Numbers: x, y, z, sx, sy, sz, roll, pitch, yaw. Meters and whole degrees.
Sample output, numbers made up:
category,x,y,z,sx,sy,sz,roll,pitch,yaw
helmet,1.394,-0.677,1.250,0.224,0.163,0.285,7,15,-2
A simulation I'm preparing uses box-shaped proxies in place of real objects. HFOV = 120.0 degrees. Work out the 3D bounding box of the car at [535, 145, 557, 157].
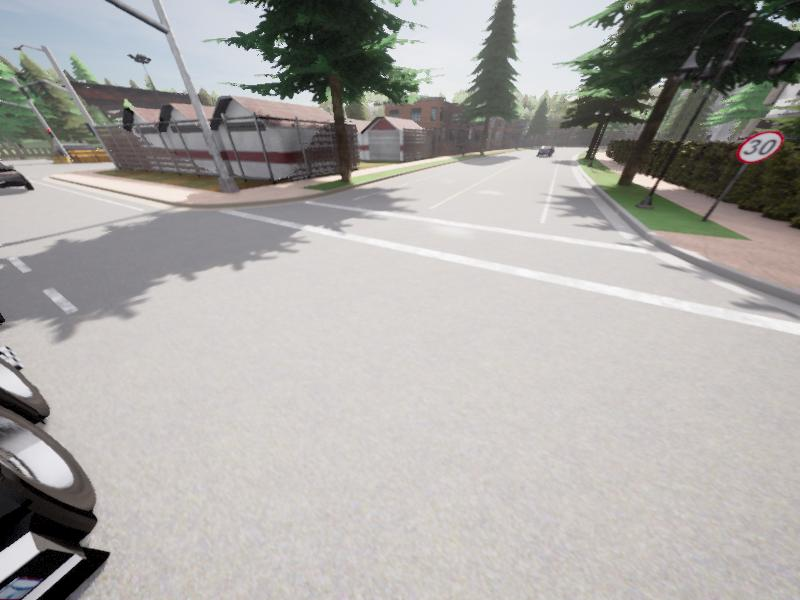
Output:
category,x,y,z,sx,sy,sz,roll,pitch,yaw
car,22.665,-23.128,35.765,2.033,1.411,5.357,21,40,27

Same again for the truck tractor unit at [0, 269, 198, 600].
category,x,y,z,sx,sy,sz,roll,pitch,yaw
truck tractor unit,-5.123,-0.287,0.767,6.516,4.208,3.053,18,39,24

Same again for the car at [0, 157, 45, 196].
category,x,y,z,sx,sy,sz,roll,pitch,yaw
car,-22.426,-6.782,12.613,4.902,1.511,2.128,17,38,23
